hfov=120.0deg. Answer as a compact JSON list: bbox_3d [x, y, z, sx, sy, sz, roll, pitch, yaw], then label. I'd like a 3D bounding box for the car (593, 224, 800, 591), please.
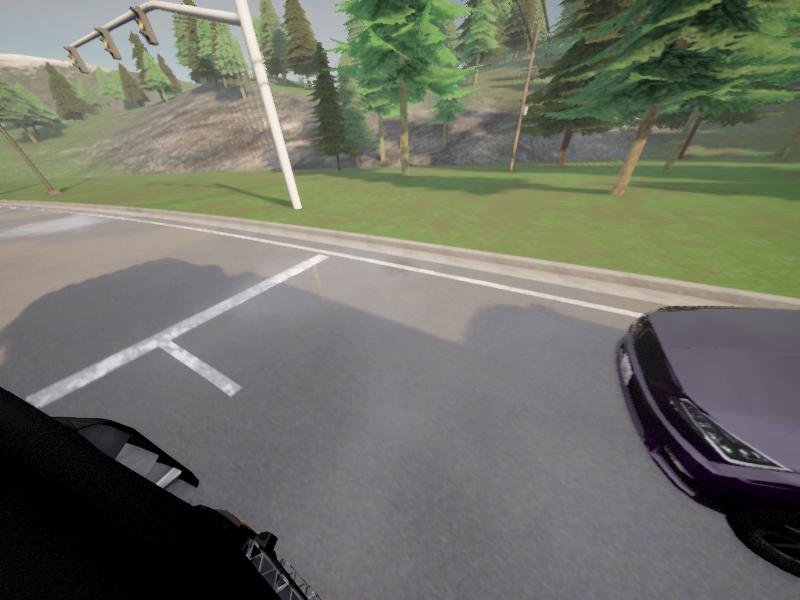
[{"bbox_3d":[3.783,0.887,0.970,4.193,1.474,1.816,16,38,26],"label":"car"}]
